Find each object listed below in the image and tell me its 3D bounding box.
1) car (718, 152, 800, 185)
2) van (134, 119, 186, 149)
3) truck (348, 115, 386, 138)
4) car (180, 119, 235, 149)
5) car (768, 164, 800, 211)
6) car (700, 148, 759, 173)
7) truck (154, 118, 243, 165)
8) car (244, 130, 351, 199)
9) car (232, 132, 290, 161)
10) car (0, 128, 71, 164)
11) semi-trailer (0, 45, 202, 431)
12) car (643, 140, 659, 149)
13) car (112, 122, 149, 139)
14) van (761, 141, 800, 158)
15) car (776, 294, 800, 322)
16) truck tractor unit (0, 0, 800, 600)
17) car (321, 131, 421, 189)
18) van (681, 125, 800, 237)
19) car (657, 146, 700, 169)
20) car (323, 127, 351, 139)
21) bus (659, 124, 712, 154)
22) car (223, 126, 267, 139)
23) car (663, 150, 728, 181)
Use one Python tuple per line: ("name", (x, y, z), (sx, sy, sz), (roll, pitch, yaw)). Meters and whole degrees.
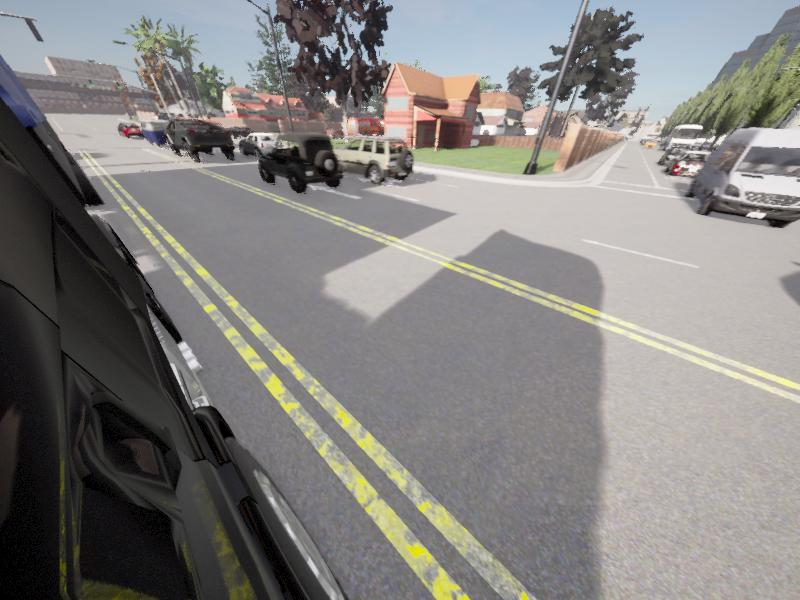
("car", (24.942, -9.375, 16.257), (1.837, 1.490, 4.892), (27, 43, 30))
("van", (-21.320, -14.775, 20.524), (4.442, 1.987, 1.775), (28, 44, 30))
("truck", (-6.962, -37.740, 50.420), (2.891, 3.827, 8.468), (27, 43, 29))
("car", (-18.758, -16.177, 22.490), (5.566, 2.045, 2.150), (28, 44, 30))
("car", (17.537, -4.151, 8.962), (2.033, 1.411, 5.357), (28, 44, 30))
("car", (29.987, -12.924, 21.239), (2.007, 1.525, 4.514), (28, 44, 30))
("truck", (-13.442, -10.627, 15.325), (6.274, 2.098, 2.390), (28, 44, 30))
("car", (-4.074, -5.612, 9.318), (3.866, 1.878, 1.905), (28, 44, 30))
("car", (-10.310, -11.471, 17.141), (3.806, 1.475, 1.970), (28, 44, 30))
("car", (-20.975, -8.887, 13.200), (4.181, 1.385, 1.994), (29, 44, 31))
("semi-trailer", (-8.705, -3.584, 4.246), (14.254, 4.402, 2.717), (28, 44, 30))
("car", (58.516, -36.227, 53.863), (1.882, 1.535, 5.008), (28, 44, 30))
("car", (-33.018, -20.808, 28.296), (4.514, 1.525, 2.007), (28, 44, 30))
("van", (75.354, -28.723, 44.053), (6.366, 2.431, 2.351), (14, 38, 18))
("car", (8.683, -0.060, 2.919), (4.902, 1.511, 2.128), (-7, 38, -12))
("truck tractor unit", (-2.645, -0.295, 0.351), (6.516, 4.208, 3.053), (28, 44, 30))
("car", (-1.489, -6.888, 11.173), (4.605, 1.855, 1.932), (29, 44, 30))
("van", (12.783, -4.583, 8.323), (1.988, 2.561, 5.915), (29, 44, 30))
("car", (26.356, -13.685, 22.037), (1.789, 1.549, 3.705), (28, 43, 30))
("car", (-12.295, -33.002, 45.644), (2.152, 1.651, 5.027), (27, 43, 29))
("bus", (55.121, -31.487, 45.098), (3.944, 4.253, 10.273), (28, 44, 30))
("car", (-23.127, -25.129, 34.655), (1.837, 1.490, 4.892), (25, 42, 28))
("car", (20.484, -9.544, 16.251), (1.970, 1.475, 3.806), (28, 44, 30))
